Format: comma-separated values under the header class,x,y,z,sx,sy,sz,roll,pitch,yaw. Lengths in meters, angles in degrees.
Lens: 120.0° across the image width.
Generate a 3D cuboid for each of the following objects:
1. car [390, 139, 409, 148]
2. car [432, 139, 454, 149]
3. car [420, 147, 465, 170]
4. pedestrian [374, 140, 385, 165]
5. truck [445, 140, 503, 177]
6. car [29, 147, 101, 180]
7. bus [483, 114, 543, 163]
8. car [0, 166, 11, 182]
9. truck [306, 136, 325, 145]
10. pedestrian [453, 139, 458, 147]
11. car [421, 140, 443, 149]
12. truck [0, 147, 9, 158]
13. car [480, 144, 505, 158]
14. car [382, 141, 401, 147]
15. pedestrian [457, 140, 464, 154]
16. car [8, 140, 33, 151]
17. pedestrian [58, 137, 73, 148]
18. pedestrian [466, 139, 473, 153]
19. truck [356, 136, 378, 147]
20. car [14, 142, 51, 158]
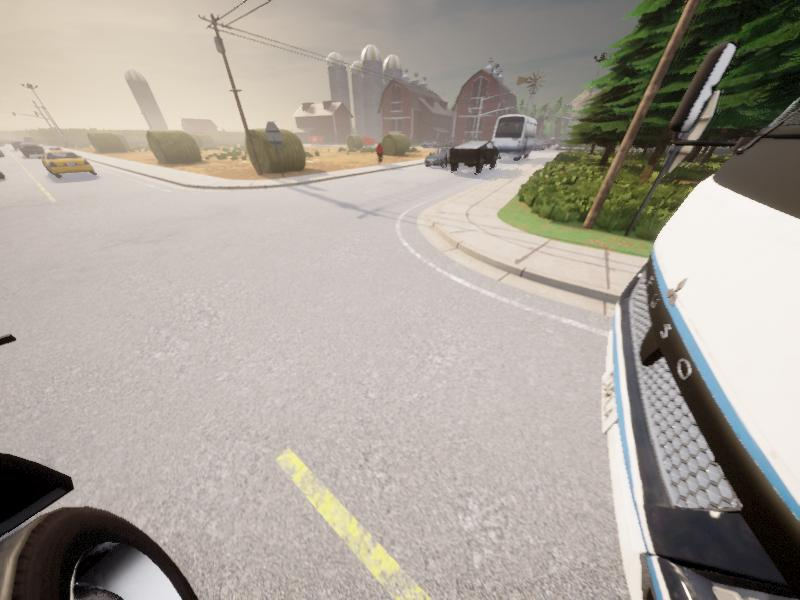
class,x,y,z,sx,sy,sz,roll,pitch,yaw
car,-0.113,-39.789,58.832,4.553,1.767,2.097,19,39,25
car,10.536,-38.434,56.916,4.605,1.855,1.932,19,39,25
car,4.001,-13.155,21.358,2.128,1.511,4.902,20,40,26
pedestrian,-1.819,-13.462,21.136,0.751,1.860,0.751,6,36,8
truck,6.085,-11.508,18.529,2.390,2.098,6.274,20,40,26
car,-22.692,-9.352,15.629,5.366,1.575,1.801,22,41,28
bus,14.181,-19.894,28.621,3.944,4.253,10.273,20,40,26
car,-25.383,-7.973,13.628,3.988,1.617,1.851,22,41,27
truck,-27.697,-52.133,75.536,5.204,2.467,2.627,19,39,25
pedestrian,15.740,-44.672,65.574,0.751,1.860,0.751,20,40,25
car,7.578,-37.031,55.087,4.856,1.649,2.033,19,39,25
truck,-49.689,-18.237,27.250,5.204,2.467,2.627,22,41,28
car,13.623,-21.923,33.876,2.128,1.511,4.902,20,40,26
car,-2.261,-42.785,63.313,4.892,1.490,1.837,19,39,25
pedestrian,9.303,-23.644,35.670,0.751,1.860,0.751,11,37,15
car,-69.794,-28.477,42.464,4.892,1.490,1.837,22,41,28
pedestrian,-66.040,-31.079,45.569,0.751,1.860,0.751,13,37,17
pedestrian,11.674,-25.806,38.757,0.751,1.860,0.751,19,39,24
truck,-9.076,-43.225,63.040,5.204,2.467,2.627,19,39,25
car,-46.821,-19.141,29.406,4.892,1.490,1.837,22,41,28
